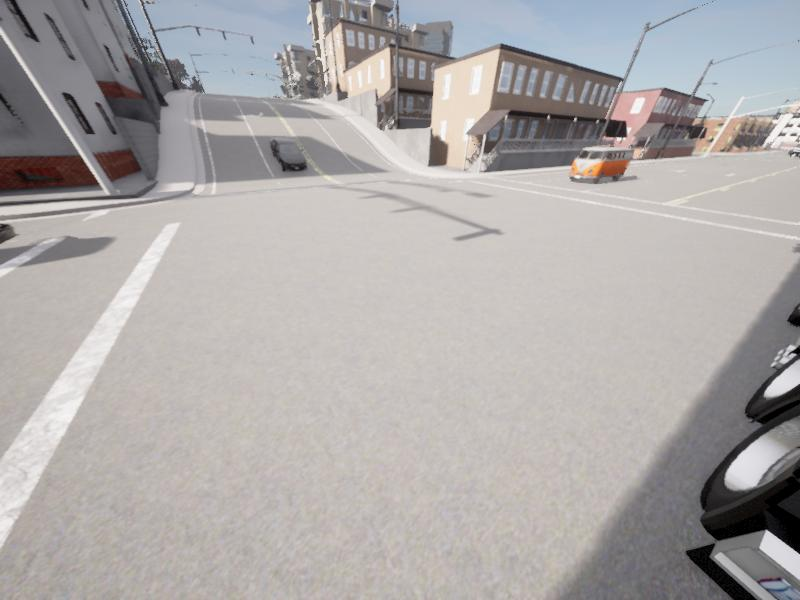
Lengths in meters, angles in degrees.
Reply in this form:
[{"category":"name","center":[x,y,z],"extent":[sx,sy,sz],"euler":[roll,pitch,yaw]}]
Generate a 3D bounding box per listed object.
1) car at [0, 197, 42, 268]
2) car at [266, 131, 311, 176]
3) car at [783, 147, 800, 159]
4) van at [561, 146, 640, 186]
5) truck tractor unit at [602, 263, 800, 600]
[{"category":"car","center":[-11.171,-0.783,3.806],"extent":[5.357,1.411,2.033],"euler":[-20,40,-27]},{"category":"car","center":[-8.880,-11.737,18.337],"extent":[1.882,1.535,5.008],"euler":[-19,55,-25]},{"category":"car","center":[70.653,-25.116,39.513],"extent":[1.930,1.638,5.238],"euler":[5,35,7]},{"category":"van","center":[13.209,-8.931,15.280],"extent":[4.442,1.987,1.775],"euler":[-18,39,-24]},{"category":"truck tractor unit","center":[5.113,-0.295,0.788],"extent":[6.516,4.208,3.053],"euler":[-18,39,-24]}]
